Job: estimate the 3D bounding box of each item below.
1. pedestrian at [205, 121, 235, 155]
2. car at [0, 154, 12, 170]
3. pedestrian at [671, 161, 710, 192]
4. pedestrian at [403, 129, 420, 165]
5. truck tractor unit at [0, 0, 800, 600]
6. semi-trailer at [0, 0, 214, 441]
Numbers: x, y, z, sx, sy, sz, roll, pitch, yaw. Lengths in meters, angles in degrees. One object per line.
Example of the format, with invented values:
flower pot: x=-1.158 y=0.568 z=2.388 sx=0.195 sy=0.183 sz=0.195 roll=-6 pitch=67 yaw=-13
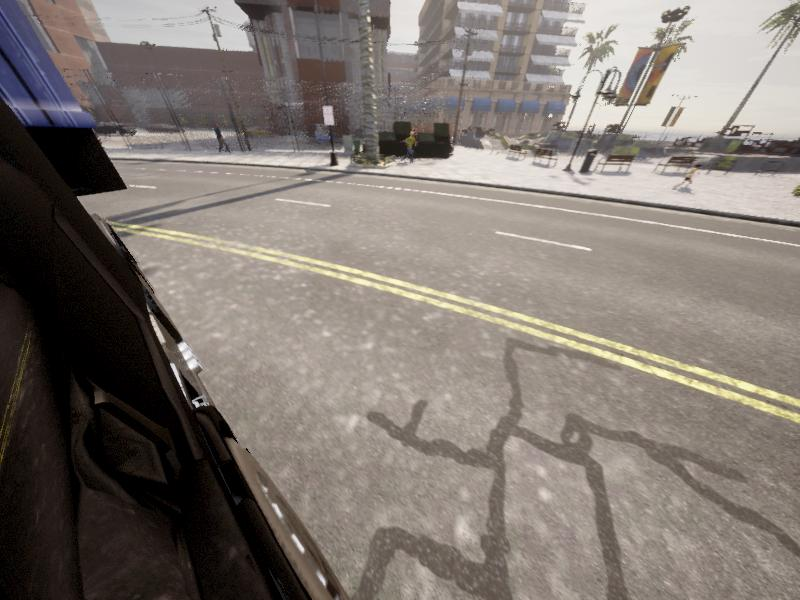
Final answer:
pedestrian: x=-12.399 y=-11.189 z=16.009 sx=0.751 sy=1.860 sz=0.751 roll=5 pitch=37 yaw=4
car: x=-21.239 y=-6.380 z=9.719 sx=5.027 sy=1.651 sz=2.152 roll=0 pitch=37 yaw=-3
pedestrian: x=12.833 y=-5.479 z=10.241 sx=0.500 sy=1.100 sz=0.500 roll=20 pitch=41 yaw=22
pedestrian: x=0.730 y=-9.675 z=14.610 sx=0.751 sy=1.860 sz=0.751 roll=17 pitch=40 yaw=19
truck tractor unit: x=-2.645 y=-0.295 z=0.352 sx=6.516 sy=4.208 sz=3.053 roll=28 pitch=44 yaw=30
semi-trailer: x=-9.870 y=-2.305 z=2.497 sx=14.254 sy=4.402 sz=2.717 roll=11 pitch=37 yaw=12
